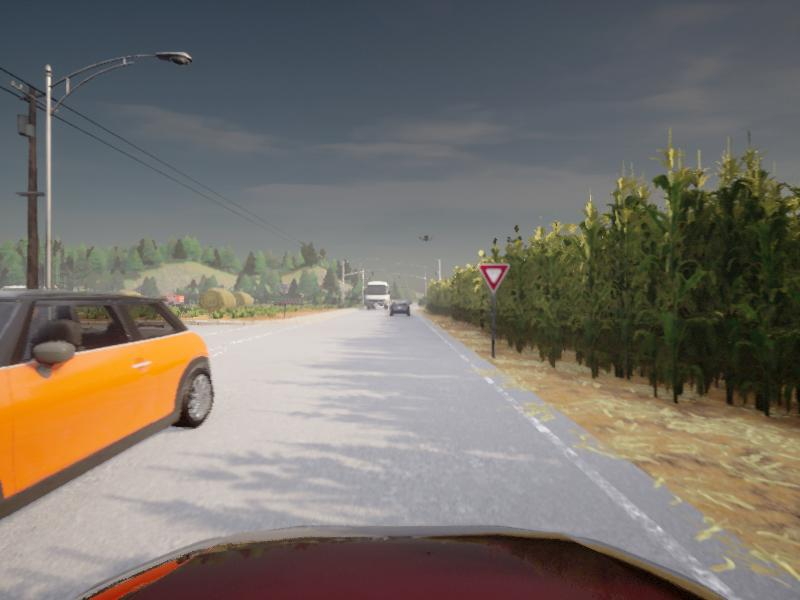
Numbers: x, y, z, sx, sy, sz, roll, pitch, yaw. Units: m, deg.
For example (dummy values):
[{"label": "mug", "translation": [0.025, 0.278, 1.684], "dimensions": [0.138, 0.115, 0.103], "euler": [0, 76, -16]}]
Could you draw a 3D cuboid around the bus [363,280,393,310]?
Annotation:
[{"label": "bus", "translation": [-3.292, -0.608, 63.921], "dimensions": [3.944, 4.253, 10.273], "euler": [0, -1, 1]}]

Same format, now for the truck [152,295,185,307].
[{"label": "truck", "translation": [-45.888, 0.210, 79.367], "dimensions": [5.204, 2.467, 2.627], "euler": [0, 0, 3]}]

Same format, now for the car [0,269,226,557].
[{"label": "car", "translation": [-3.500, 0.690, 3.347], "dimensions": [2.097, 1.767, 4.553], "euler": [0, 0, 0]}]

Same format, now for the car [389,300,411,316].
[{"label": "car", "translation": [-0.006, 0.796, 40.456], "dimensions": [2.163, 1.488, 4.792], "euler": [0, 0, 0]}]

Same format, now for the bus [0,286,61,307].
[{"label": "bus", "translation": [-75.094, -0.685, 80.751], "dimensions": [10.273, 4.253, 3.944], "euler": [0, 0, 3]}]
